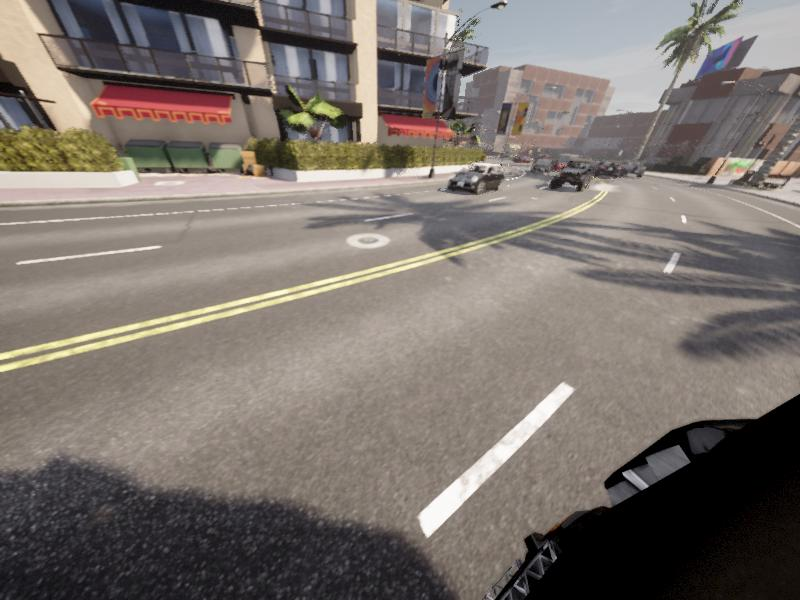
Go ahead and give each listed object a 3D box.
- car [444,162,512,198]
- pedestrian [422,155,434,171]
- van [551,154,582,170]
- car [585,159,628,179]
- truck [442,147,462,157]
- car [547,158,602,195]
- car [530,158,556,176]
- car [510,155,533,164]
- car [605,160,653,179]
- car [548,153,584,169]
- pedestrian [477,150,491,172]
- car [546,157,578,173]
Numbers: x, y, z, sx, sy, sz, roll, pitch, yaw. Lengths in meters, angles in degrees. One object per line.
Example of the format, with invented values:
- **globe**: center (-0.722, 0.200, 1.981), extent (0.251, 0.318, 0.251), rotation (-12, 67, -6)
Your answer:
- **car**: center (4.633, -7.199, 13.635), extent (3.806, 1.475, 1.970), rotation (-27, 44, -37)
- **pedestrian**: center (2.788, -13.738, 23.122), extent (0.751, 1.300, 0.751), rotation (24, 39, 28)
- **van**: center (26.472, -22.096, 36.899), extent (1.775, 1.987, 4.442), rotation (5, 34, 3)
- **car**: center (24.017, -15.492, 27.174), extent (2.242, 1.667, 4.611), rotation (14, 36, 16)
- **truck**: center (14.671, -41.980, 65.610), extent (2.390, 2.098, 6.274), rotation (-9, 36, -17)
- **car**: center (11.989, -8.585, 15.840), extent (1.905, 1.878, 3.866), rotation (27, 41, 32)
- **car**: center (16.567, -15.605, 26.977), extent (1.837, 1.490, 4.892), rotation (15, 36, 17)
- **car**: center (25.277, -29.411, 48.274), extent (1.994, 1.385, 4.181), rotation (-6, 35, -13)
- **car**: center (28.207, -16.291, 28.697), extent (2.152, 1.651, 5.027), rotation (12, 35, 14)
- **car**: center (29.958, -25.360, 41.957), extent (2.150, 2.045, 5.566), rotation (0, 34, -4)
- **pedestrian**: center (8.797, -14.586, 24.273), extent (0.751, 1.860, 0.751), rotation (26, 40, 30)
- **car**: center (22.103, -18.596, 31.793), extent (2.007, 1.525, 4.514), rotation (9, 34, 9)
